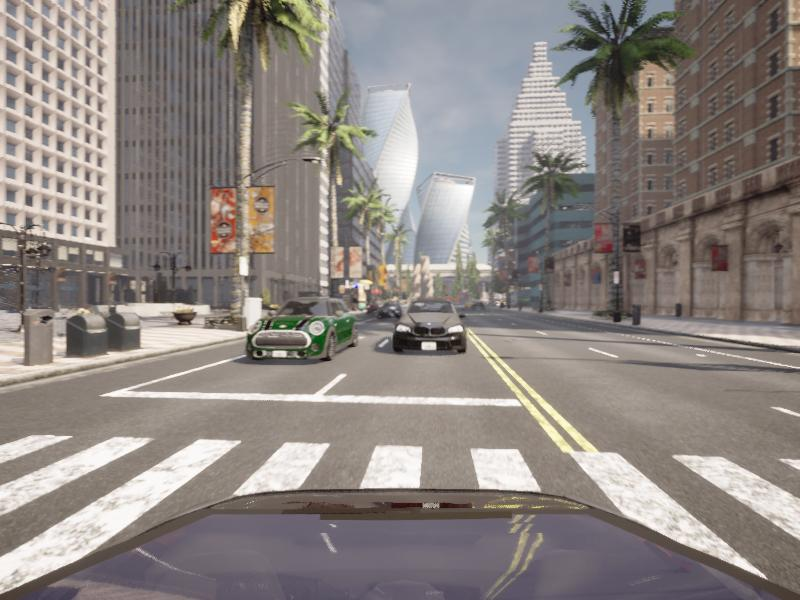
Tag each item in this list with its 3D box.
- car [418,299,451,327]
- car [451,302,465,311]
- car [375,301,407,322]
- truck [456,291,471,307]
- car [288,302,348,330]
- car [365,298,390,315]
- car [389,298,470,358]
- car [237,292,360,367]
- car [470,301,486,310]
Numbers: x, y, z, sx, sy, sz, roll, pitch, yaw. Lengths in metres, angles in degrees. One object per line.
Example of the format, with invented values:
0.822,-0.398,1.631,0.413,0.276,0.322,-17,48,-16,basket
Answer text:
2.393,0.797,27.483,2.033,1.649,4.856,0,1,6,car
9.146,1.002,63.367,1.895,1.301,4.718,0,0,5,car
-0.625,0.848,32.628,2.038,1.542,4.974,0,0,6,car
16.432,-0.228,103.293,2.891,3.827,8.468,0,0,16,truck
-4.693,0.861,23.719,2.163,1.488,4.792,0,0,5,car
-2.510,0.724,45.573,2.185,1.767,4.553,0,0,5,car
1.031,0.767,13.396,2.242,1.667,4.611,0,0,5,car
-2.644,0.699,11.740,2.097,1.767,4.553,0,0,6,car
12.959,0.902,66.830,2.128,1.511,4.902,0,0,5,car
